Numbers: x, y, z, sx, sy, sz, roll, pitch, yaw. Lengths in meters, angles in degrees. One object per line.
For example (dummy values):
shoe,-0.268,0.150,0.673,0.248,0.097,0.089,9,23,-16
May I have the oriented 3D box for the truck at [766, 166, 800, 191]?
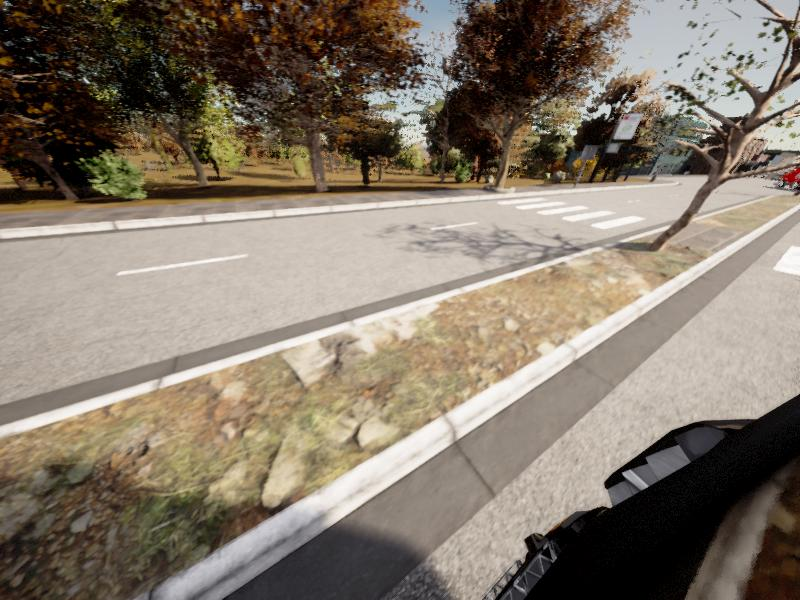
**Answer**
truck,49.432,-14.673,28.013,2.627,2.467,5.204,18,35,20
